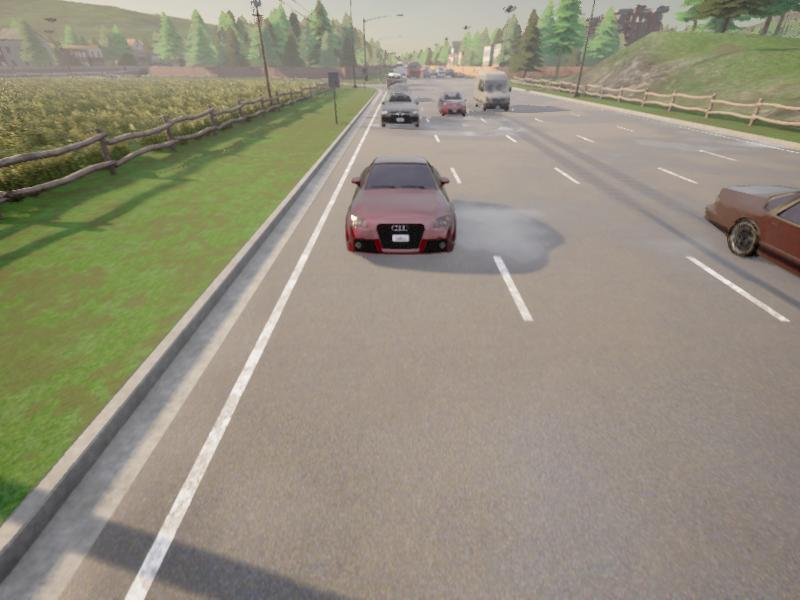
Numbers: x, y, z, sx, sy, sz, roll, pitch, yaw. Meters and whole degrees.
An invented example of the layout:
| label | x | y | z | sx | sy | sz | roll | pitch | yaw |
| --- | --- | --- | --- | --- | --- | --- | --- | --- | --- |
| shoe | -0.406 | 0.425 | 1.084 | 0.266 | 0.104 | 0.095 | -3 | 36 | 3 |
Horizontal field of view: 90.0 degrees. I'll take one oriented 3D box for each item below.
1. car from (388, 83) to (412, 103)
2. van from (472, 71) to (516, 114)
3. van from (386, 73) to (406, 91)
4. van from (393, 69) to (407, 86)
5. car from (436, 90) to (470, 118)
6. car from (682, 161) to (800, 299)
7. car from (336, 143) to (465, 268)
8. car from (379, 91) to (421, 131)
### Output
| label | x | y | z | sx | sy | sz | roll | pitch | yaw |
| --- | --- | --- | --- | --- | --- | --- | --- | --- | --- |
| car | 0.006 | -19.842 | 38.245 | 2.163 | 1.488 | 4.792 | 0 | 30 | 0 |
| van | 7.062 | -16.063 | 30.767 | 1.988 | 2.561 | 5.915 | 0 | 31 | 1 |
| van | -0.613 | -29.546 | 54.202 | 2.069 | 2.038 | 4.480 | -3 | 30 | -8 |
| van | -0.001 | -37.560 | 67.448 | 2.351 | 2.431 | 6.366 | 0 | 30 | 0 |
| car | 3.507 | -13.341 | 27.138 | 1.845 | 1.501 | 3.633 | 0 | 30 | 0 |
| car | 7.008 | -0.733 | 5.822 | 2.033 | 1.411 | 5.357 | 0 | 30 | 0 |
| car | 0.010 | -2.203 | 8.352 | 1.994 | 1.385 | 4.181 | 0 | 30 | 0 |
| car | 0.008 | -11.037 | 23.126 | 2.152 | 1.651 | 5.027 | 0 | 30 | 0 |
